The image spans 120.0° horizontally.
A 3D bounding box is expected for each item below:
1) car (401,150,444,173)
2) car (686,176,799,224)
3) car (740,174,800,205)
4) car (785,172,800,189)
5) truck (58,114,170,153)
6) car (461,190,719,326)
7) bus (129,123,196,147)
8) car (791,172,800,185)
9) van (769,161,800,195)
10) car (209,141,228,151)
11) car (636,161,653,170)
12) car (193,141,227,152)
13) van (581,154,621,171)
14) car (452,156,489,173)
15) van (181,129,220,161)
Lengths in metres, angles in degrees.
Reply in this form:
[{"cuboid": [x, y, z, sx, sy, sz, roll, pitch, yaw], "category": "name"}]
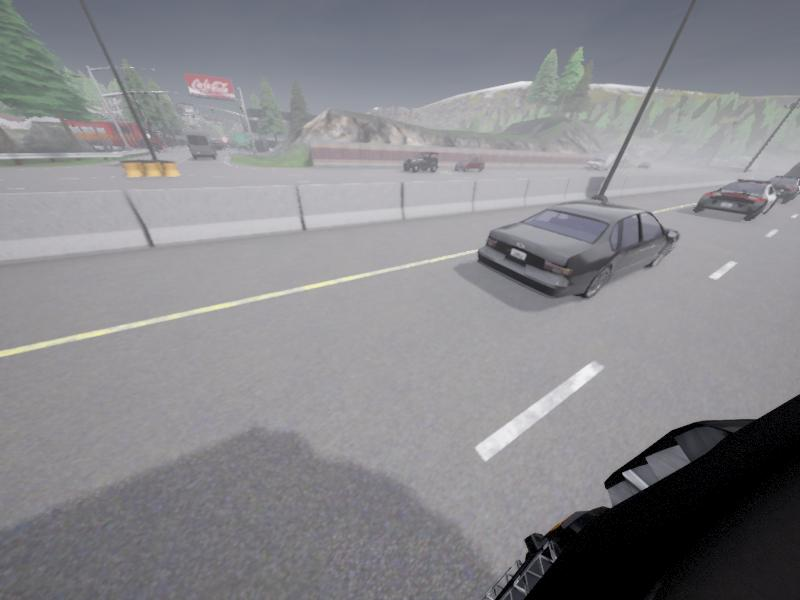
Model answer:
[{"cuboid": [2.343, -14.459, 24.187, 3.866, 1.878, 1.905, -16, 38, -26], "category": "car"}, {"cuboid": [16.986, -5.098, 11.460, 4.974, 1.542, 2.038, -16, 38, -26], "category": "car"}, {"cuboid": [27.178, -8.035, 16.599, 4.974, 1.542, 2.038, -16, 38, -26], "category": "car"}, {"cuboid": [47.769, -13.983, 27.034, 4.514, 1.525, 2.007, -16, 38, -26], "category": "car"}, {"cuboid": [-38.590, -22.691, 31.873, 8.468, 3.827, 2.891, -15, 38, -24], "category": "truck"}, {"cuboid": [4.175, -1.357, 5.035, 5.357, 1.411, 2.033, -16, 38, -26], "category": "car"}, {"cuboid": [-58.753, -41.064, 57.765, 10.273, 4.253, 3.944, -16, 38, -26], "category": "bus"}, {"cuboid": [57.218, -17.176, 32.050, 5.566, 2.045, 2.150, -20, 40, -31], "category": "car"}, {"cuboid": [38.485, -11.695, 22.012, 5.915, 2.561, 1.988, -16, 38, -26], "category": "van"}, {"cuboid": [-36.240, -30.930, 46.271, 2.163, 1.488, 4.792, -14, 37, -24], "category": "car"}, {"cuboid": [58.735, -32.316, 55.416, 5.008, 1.535, 1.882, -25, 42, -35], "category": "car"}, {"cuboid": [-33.189, -26.880, 40.497, 1.882, 1.535, 5.008, 2, 33, -2], "category": "car"}, {"cuboid": [35.430, -24.210, 40.746, 6.366, 2.431, 2.351, -16, 38, -26], "category": "van"}, {"cuboid": [8.334, -16.042, 27.305, 3.705, 1.549, 1.789, -16, 38, -26], "category": "car"}, {"cuboid": [-21.488, -16.864, 25.174, 1.988, 2.561, 5.915, -16, 38, -26], "category": "van"}]
